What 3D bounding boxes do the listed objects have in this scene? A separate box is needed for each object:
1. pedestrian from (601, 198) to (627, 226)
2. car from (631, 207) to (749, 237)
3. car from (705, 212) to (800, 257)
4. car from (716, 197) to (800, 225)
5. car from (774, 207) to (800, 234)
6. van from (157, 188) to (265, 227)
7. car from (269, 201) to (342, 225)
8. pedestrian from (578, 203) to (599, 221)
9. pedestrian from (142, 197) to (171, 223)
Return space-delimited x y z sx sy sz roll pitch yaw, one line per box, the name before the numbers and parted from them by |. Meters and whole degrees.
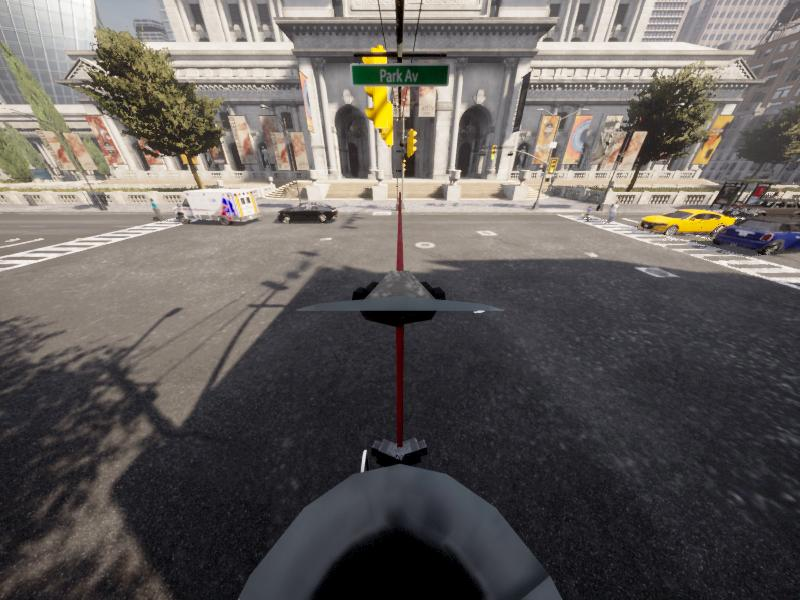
pedestrian | 16.591 -6.843 17.948 0.751 1.860 0.751 11 32 18
car | 19.439 -5.352 15.739 5.008 1.535 1.882 0 30 0
car | 20.298 -3.609 12.462 4.553 1.767 2.097 -4 30 -6
car | 29.541 -7.212 18.618 4.605 1.855 1.932 0 30 0
car | 29.709 -5.312 15.679 4.514 1.525 2.007 0 30 0
van | -14.794 -7.440 18.464 6.366 2.431 2.351 4 30 7
car | -7.556 -7.179 18.929 4.902 1.511 2.128 0 30 0
pedestrian | 15.816 -7.356 19.398 0.751 1.300 0.751 0 30 0
pedestrian | -19.722 -7.315 18.766 0.751 1.860 0.751 10 31 16
